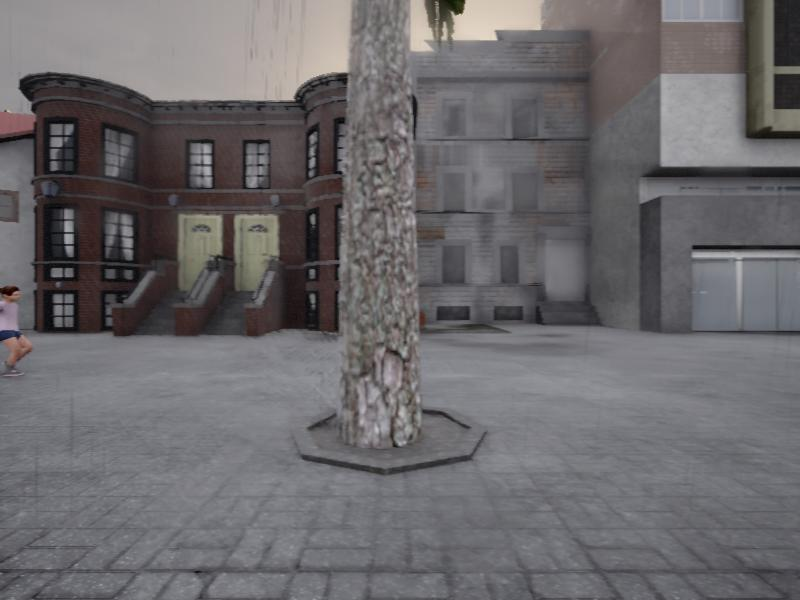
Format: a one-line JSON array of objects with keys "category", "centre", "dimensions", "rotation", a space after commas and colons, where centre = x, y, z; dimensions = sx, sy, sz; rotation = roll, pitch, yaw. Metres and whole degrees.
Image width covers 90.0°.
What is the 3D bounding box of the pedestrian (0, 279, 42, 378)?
[{"category": "pedestrian", "centre": [-4.608, 0.312, 4.643], "dimensions": [0.500, 1.100, 0.500], "rotation": [0, 0, -15]}]
